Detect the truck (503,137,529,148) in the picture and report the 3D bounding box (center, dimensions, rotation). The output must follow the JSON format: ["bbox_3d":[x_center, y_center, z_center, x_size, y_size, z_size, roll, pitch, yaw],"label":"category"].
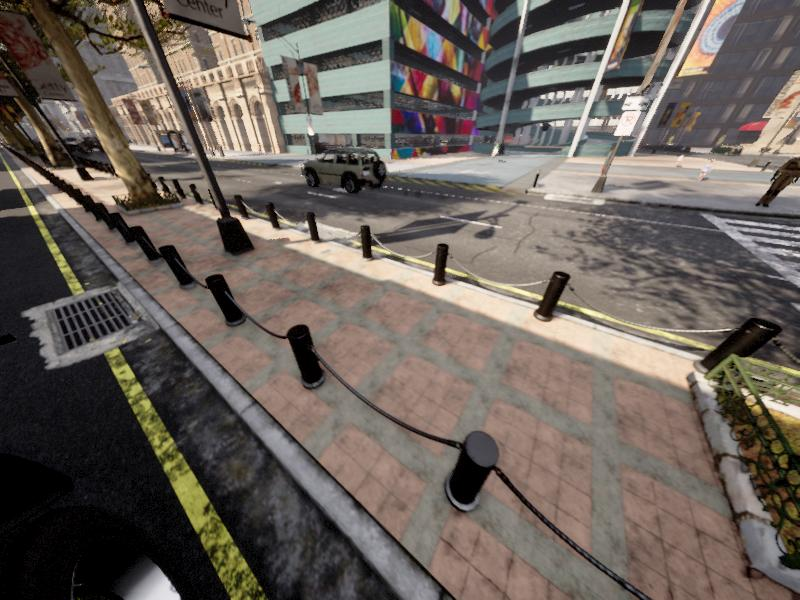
[{"bbox_3d":[31.377,-42.671,62.526,5.204,2.467,2.627,25,42,30],"label":"truck"}]

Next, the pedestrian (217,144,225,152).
[{"bbox_3d":[-28.468,-24.141,36.663,0.500,1.100,0.500,27,43,32],"label":"pedestrian"}]

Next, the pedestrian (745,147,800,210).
[{"bbox_3d":[13.661,-4.306,8.202,0.751,1.860,0.751,-26,43,-32],"label":"pedestrian"}]

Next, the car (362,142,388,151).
[{"bbox_3d":[-4.684,-28.907,43.507,4.718,1.301,1.895,22,41,27],"label":"car"}]

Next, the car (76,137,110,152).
[{"bbox_3d":[-53.122,-26.949,39.945,5.566,2.045,2.150,22,41,28],"label":"car"}]

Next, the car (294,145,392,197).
[{"bbox_3d":[-2.852,-6.614,11.635,4.605,1.855,1.932,22,41,28],"label":"car"}]

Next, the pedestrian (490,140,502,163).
[{"bbox_3d":[9.627,-14.923,23.229,0.751,1.860,0.751,11,37,15],"label":"pedestrian"}]

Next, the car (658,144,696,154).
[{"bbox_3d":[53.042,-29.072,44.349,1.994,1.385,4.181,-5,35,-7],"label":"car"}]

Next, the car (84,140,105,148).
[{"bbox_3d":[-70.085,-35.767,52.954,4.718,1.301,1.895,22,41,27],"label":"car"}]

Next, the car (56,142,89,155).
[{"bbox_3d":[-47.129,-21.859,33.238,4.892,1.490,1.837,22,41,28],"label":"car"}]

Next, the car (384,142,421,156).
[{"bbox_3d":[0.252,-21.753,33.243,4.902,1.511,2.128,22,41,27],"label":"car"}]

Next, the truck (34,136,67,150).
[{"bbox_3d":[-67.145,-30.176,44.355,6.274,2.098,2.390,22,41,28],"label":"truck"}]

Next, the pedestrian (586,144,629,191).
[{"bbox_3d":[9.851,-6.299,10.999,0.751,1.860,0.751,-29,45,-35],"label":"pedestrian"}]

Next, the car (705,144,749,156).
[{"bbox_3d":[53.005,-24.379,37.550,1.789,1.549,3.705,3,35,4],"label":"car"}]

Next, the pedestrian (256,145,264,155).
[{"bbox_3d":[-19.617,-21.028,32.318,0.500,1.100,0.500,8,36,11],"label":"pedestrian"}]

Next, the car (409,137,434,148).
[{"bbox_3d":[5.155,-38.266,56.104,5.566,2.045,2.435,22,41,27],"label":"car"}]

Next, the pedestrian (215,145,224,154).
[{"bbox_3d":[-25.463,-21.237,32.569,0.500,1.100,0.500,26,43,32],"label":"pedestrian"}]

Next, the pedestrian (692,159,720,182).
[{"bbox_3d":[17.806,-7.523,13.457,0.500,1.100,0.500,-25,42,-31],"label":"pedestrian"}]

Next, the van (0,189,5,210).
[{"bbox_3d":[-17.985,-4.875,8.576,6.366,2.431,2.351,22,41,28],"label":"van"}]

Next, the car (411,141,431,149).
[{"bbox_3d":[5.105,-37.965,56.357,4.514,1.523,2.007,22,41,27],"label":"car"}]

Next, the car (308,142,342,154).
[{"bbox_3d":[-11.624,-23.611,35.855,4.786,1.482,2.161,22,41,27],"label":"car"}]

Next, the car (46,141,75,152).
[{"bbox_3d":[-57.735,-26.089,39.252,4.181,1.385,1.994,22,41,28],"label":"car"}]

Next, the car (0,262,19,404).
[{"bbox_3d":[-6.603,0.116,2.423,4.792,1.488,2.163,22,41,28],"label":"car"}]

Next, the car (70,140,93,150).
[{"bbox_3d":[-62.836,-30.674,45.559,3.705,1.549,1.789,22,41,28],"label":"car"}]

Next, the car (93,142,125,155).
[{"bbox_3d":[-44.144,-23.075,35.058,3.806,1.475,1.970,22,41,28],"label":"car"}]

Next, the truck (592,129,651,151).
[{"bbox_3d":[49.971,-36.389,52.584,2.891,3.827,8.468,-16,38,-21],"label":"truck"}]
